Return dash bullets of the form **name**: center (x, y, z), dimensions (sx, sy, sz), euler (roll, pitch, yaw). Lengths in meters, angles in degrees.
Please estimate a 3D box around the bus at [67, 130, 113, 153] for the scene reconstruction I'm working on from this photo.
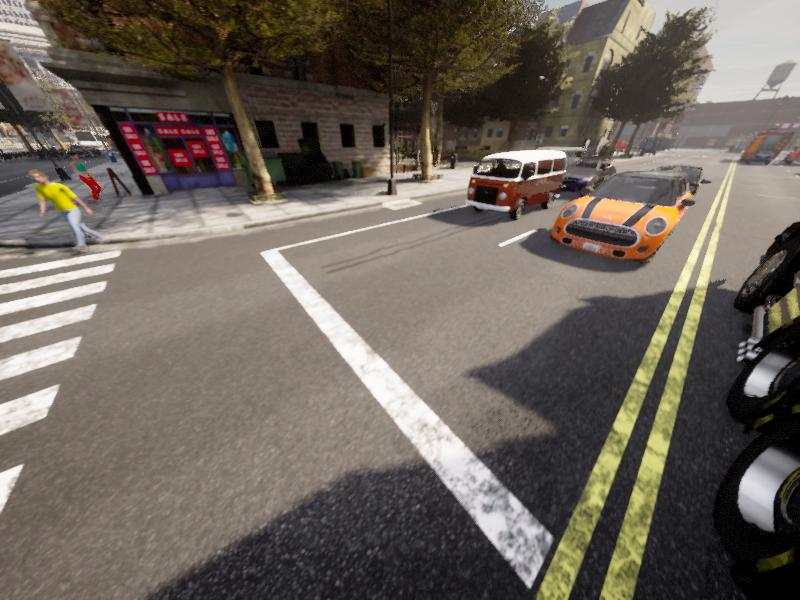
- **bus**: center (-75.107, -38.609, 56.376), dimensions (3.944, 4.253, 10.273), euler (-25, 41, -31)

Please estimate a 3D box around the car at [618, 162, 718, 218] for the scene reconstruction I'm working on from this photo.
- **car**: center (11.585, -4.916, 9.934), dimensions (4.892, 1.490, 1.837), euler (-25, 42, -32)

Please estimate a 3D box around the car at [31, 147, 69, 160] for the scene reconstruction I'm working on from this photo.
- **car**: center (-53.658, -22.578, 35.519), dimensions (1.837, 1.490, 4.892), euler (-25, 41, -31)

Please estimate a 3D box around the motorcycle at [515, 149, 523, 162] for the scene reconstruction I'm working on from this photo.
- **motorcycle**: center (16.284, -19.877, 31.684), dimensions (0.764, 1.277, 2.356), euler (3, 33, 23)

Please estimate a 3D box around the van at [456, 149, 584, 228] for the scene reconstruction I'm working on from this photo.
- **van**: center (4.529, -4.436, 8.737), dimensions (4.480, 2.038, 2.069), euler (-25, 42, -32)

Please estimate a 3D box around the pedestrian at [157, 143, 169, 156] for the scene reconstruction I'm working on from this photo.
- **pedestrian**: center (-40.912, -25.996, 39.887), dimensions (0.751, 1.860, 0.751), euler (-23, 41, -30)

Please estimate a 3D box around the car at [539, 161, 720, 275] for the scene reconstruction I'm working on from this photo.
- **car**: center (6.128, -2.513, 6.158), dimensions (4.553, 1.767, 2.097), euler (-25, 42, -32)

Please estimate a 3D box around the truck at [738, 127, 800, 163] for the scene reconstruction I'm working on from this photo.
- **truck**: center (50.868, -21.507, 32.113), dimensions (8.468, 3.827, 2.891), euler (-25, 42, -32)

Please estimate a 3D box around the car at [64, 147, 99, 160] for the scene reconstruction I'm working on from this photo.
- **car**: center (-50.115, -23.262, 36.491), dimensions (2.038, 1.542, 4.974), euler (-25, 42, -31)

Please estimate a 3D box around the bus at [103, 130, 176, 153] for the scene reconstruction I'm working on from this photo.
- **bus**: center (-61.872, -37.890, 55.356), dimensions (10.273, 4.253, 3.944), euler (-6, 35, -9)

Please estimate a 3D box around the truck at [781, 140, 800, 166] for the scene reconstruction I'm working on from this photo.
- **truck**: center (49.266, -17.651, 27.686), dimensions (5.204, 2.467, 2.627), euler (-25, 42, -32)

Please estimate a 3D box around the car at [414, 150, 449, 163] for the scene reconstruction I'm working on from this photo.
- **car**: center (4.153, -19.462, 31.274), dimensions (1.895, 1.301, 4.718), euler (-25, 42, -31)

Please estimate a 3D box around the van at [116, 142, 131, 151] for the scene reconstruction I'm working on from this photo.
- **van**: center (-81.016, -45.059, 67.763), dimensions (1.775, 1.987, 4.442), euler (-25, 41, -31)

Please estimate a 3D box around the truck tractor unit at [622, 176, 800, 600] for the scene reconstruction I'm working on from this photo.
- **truck tractor unit**: center (4.950, -0.434, 0.979), dimensions (6.516, 4.208, 3.053), euler (-24, 42, -31)

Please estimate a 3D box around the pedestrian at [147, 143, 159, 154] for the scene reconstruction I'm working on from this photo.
- **pedestrian**: center (-50.474, -31.038, 47.209), dimensions (0.751, 1.860, 0.751), euler (24, 41, 30)

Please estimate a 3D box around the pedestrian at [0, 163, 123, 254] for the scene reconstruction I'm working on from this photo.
- **pedestrian**: center (-7.935, -2.150, 5.495), dimensions (0.751, 1.860, 0.751), euler (-8, 35, -11)

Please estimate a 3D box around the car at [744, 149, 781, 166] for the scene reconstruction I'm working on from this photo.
- **car**: center (43.968, -17.380, 28.094), dimensions (3.705, 1.549, 1.789), euler (-25, 42, -32)

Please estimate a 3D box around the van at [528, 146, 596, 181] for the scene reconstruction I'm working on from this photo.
- **van**: center (11.962, -10.450, 17.557), dimensions (1.775, 1.987, 4.442), euler (0, 34, -1)

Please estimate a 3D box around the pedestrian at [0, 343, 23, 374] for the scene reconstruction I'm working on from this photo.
- **pedestrian**: center (-5.091, 0.225, 2.048), dimensions (0.751, 1.860, 0.751), euler (-4, 35, -5)

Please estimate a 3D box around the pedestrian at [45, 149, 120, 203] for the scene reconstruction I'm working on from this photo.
- **pedestrian**: center (-12.758, -5.007, 9.381), dimensions (0.751, 1.860, 0.751), euler (-6, 35, -9)

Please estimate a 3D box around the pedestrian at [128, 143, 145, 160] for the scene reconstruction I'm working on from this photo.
- **pedestrian**: center (-35.304, -19.829, 30.919), dimensions (0.751, 1.860, 0.751), euler (-26, 42, -33)

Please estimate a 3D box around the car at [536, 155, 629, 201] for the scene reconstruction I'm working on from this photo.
- **car**: center (9.905, -6.751, 12.489), dimensions (5.027, 1.651, 2.152), euler (-25, 42, -32)
